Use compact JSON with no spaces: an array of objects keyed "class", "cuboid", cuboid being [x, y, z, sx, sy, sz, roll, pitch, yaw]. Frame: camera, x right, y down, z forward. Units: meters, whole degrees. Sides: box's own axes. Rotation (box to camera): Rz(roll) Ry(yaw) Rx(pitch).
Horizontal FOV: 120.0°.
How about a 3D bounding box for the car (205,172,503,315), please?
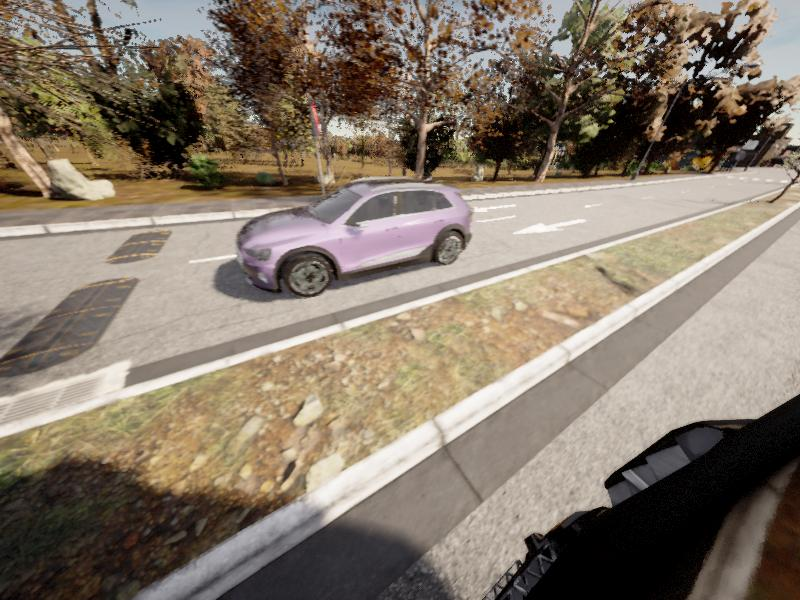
[{"class":"car","cuboid":[-0.578,-1.566,4.762,4.856,1.649,2.033,-16,38,-26]}]
